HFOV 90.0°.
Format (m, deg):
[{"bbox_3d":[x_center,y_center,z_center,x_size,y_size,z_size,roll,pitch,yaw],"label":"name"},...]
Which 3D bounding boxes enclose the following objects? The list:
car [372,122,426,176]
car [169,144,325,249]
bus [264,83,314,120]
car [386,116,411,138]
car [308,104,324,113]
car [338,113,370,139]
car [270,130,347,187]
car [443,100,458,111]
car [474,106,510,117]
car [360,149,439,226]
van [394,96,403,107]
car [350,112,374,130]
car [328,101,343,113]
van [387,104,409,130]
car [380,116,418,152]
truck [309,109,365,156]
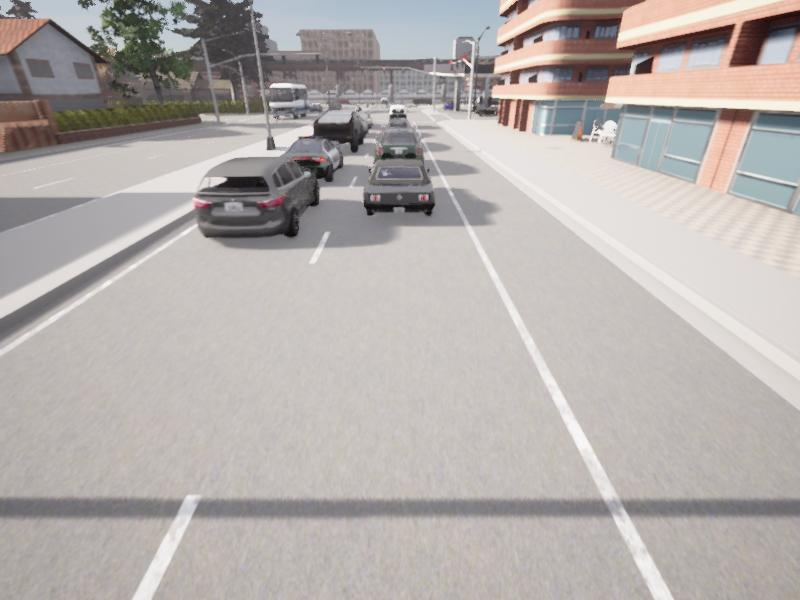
[{"bbox_3d":[-0.048,-6.959,18.101,2.097,1.767,4.553,0,27,0],"label":"car"},{"bbox_3d":[-3.517,-2.918,10.448,2.242,1.667,4.611,0,27,0],"label":"car"},{"bbox_3d":[-15.077,-27.656,55.612,3.944,4.253,10.273,0,27,0],"label":"bus"},{"bbox_3d":[-0.101,-14.126,32.515,1.895,1.301,4.718,0,27,0],"label":"car"},{"bbox_3d":[-15.256,-35.057,73.046,1.994,1.385,4.181,0,27,0],"label":"car"},{"bbox_3d":[-3.598,-14.036,32.112,2.038,1.542,4.974,0,27,0],"label":"car"},{"bbox_3d":[-3.541,-5.981,16.527,2.038,1.542,4.974,0,27,0],"label":"car"},{"bbox_3d":[9.443,-36.746,75.537,2.242,1.667,4.611,0,27,0],"label":"car"},{"bbox_3d":[13.233,-27.238,57.760,4.718,1.301,1.895,-1,27,-1],"label":"car"},{"bbox_3d":[-0.022,-3.570,12.087,1.895,1.301,4.718,0,27,0],"label":"car"},{"bbox_3d":[-0.360,-49.686,100.086,2.351,2.431,6.366,0,27,0],"label":"van"},{"bbox_3d":[-3.627,-17.586,39.240,1.895,1.301,4.718,0,27,0],"label":"car"},{"bbox_3d":[-11.757,-35.304,73.061,2.097,1.767,4.553,0,27,0],"label":"car"},{"bbox_3d":[-0.175,-17.991,39.182,2.069,2.038,4.480,0,27,0],"label":"van"},{"bbox_3d":[-0.077,-10.558,25.254,2.152,1.651,5.027,0,27,0],"label":"car"},{"bbox_3d":[-3.572,-10.250,24.171,2.390,2.098,6.274,0,27,0],"label":"truck"}]
